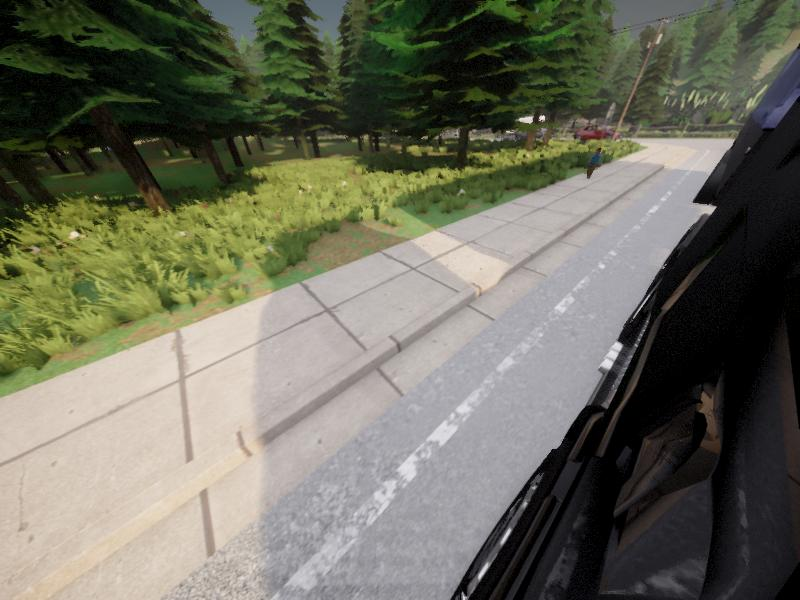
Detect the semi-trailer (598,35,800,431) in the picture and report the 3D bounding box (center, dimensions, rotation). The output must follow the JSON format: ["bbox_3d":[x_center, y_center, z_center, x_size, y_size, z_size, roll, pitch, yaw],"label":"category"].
[{"bbox_3d":[8.654,-3.645,4.257,14.254,4.402,2.717,-29,44,-30],"label":"semi-trailer"}]

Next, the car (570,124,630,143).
[{"bbox_3d":[20.861,-17.509,24.291,1.816,1.474,4.193,-26,43,-28],"label":"car"}]

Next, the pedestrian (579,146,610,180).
[{"bbox_3d":[7.656,-5.410,9.136,0.500,1.100,0.500,-32,46,-33],"label":"pedestrian"}]

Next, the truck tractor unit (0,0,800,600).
[{"bbox_3d":[2.645,-0.295,0.351,6.516,4.208,3.053,-28,44,-30],"label":"truck tractor unit"}]
